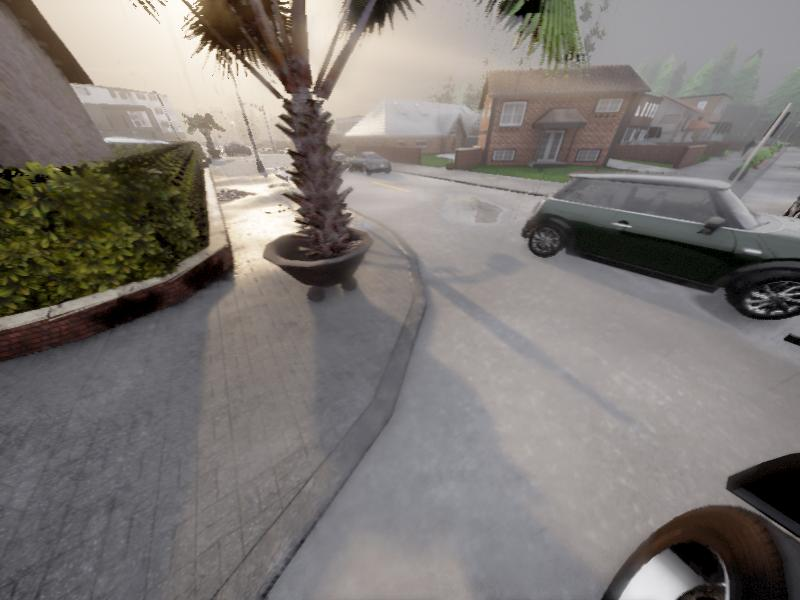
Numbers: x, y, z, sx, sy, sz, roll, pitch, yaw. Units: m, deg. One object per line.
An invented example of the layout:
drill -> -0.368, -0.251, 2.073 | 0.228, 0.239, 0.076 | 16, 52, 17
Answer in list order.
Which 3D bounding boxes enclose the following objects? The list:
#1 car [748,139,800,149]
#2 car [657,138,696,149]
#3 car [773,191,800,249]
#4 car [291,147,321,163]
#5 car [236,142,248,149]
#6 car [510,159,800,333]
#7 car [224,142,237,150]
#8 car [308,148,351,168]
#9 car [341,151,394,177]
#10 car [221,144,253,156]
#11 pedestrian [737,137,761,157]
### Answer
car -> 76.671, -32.094, 47.500 | 2.152, 1.651, 5.027 | -10, 36, -13
car -> 46.268, -26.230, 38.738 | 1.845, 1.501, 3.633 | -22, 41, -28
car -> 12.053, -2.502, 5.914 | 5.238, 1.638, 1.930 | -22, 41, -28
car -> -11.237, -17.347, 27.574 | 1.895, 1.301, 4.718 | -21, 40, -27
car -> -48.646, -47.685, 71.074 | 2.152, 1.651, 5.027 | -22, 41, -28
car -> 5.010, -1.444, 4.359 | 2.097, 1.767, 4.553 | -29, 44, -34
car -> -43.960, -40.040, 59.894 | 1.930, 1.638, 5.238 | -22, 41, -28
car -> -7.058, -14.176, 22.935 | 2.033, 1.411, 5.357 | -23, 41, -28
car -> -2.521, -10.458, 17.622 | 1.994, 1.385, 4.181 | -24, 42, -30
car -> -27.186, -25.248, 38.754 | 1.789, 1.549, 3.705 | 18, 39, 24
pedestrian -> 41.084, -18.020, 27.224 | 0.751, 1.860, 0.751 | -23, 41, -28
